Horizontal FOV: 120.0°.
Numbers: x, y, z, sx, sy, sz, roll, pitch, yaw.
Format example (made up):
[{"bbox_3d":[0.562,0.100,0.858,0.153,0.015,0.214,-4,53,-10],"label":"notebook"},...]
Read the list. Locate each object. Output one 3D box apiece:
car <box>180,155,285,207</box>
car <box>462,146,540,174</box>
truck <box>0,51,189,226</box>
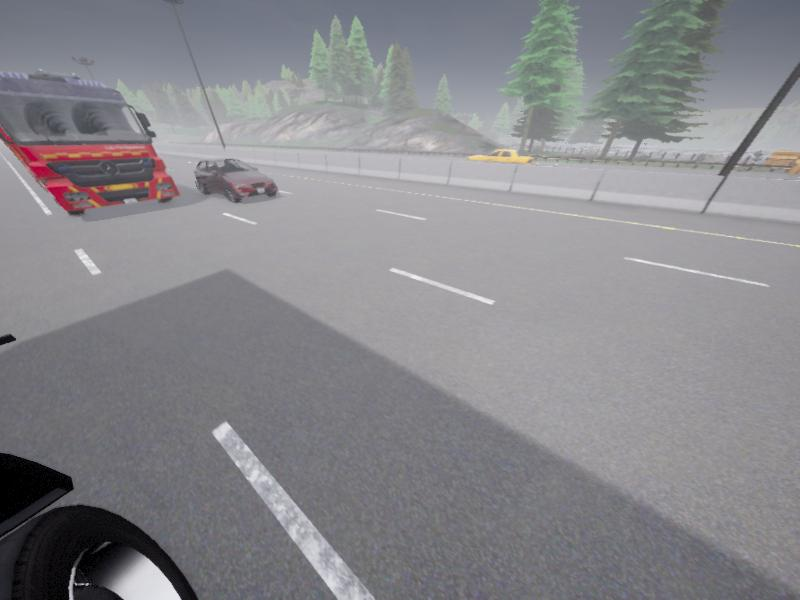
[{"bbox_3d":[-7.296,-5.316,10.076,4.193,1.474,1.816,22,41,27],"label":"car"},{"bbox_3d":[8.069,-11.504,18.837,5.366,1.575,1.801,22,41,27],"label":"car"},{"bbox_3d":[-12.440,-5.876,8.797,8.468,3.827,2.891,22,41,27],"label":"truck"}]
